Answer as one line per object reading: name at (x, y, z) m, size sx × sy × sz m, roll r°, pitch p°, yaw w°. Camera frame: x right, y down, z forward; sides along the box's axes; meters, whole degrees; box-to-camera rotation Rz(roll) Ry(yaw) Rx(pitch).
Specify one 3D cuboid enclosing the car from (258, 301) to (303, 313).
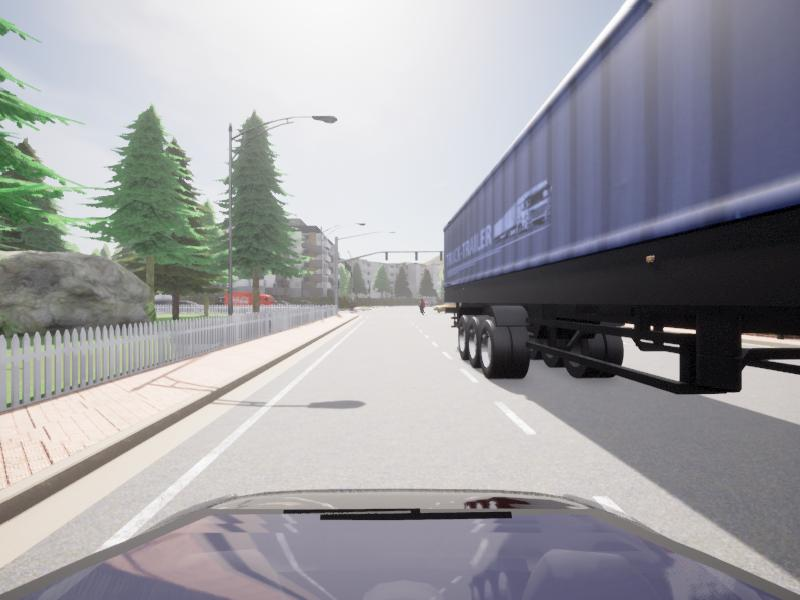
car at (-14.752, 0.836, 49.654) m, size 4.902 × 1.511 × 2.128 m, roll 0°, pitch 0°, yaw 0°

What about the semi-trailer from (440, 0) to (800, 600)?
semi-trailer at (3.061, -0.619, 6.800) m, size 2.717 × 4.402 × 14.254 m, roll 0°, pitch 0°, yaw -2°

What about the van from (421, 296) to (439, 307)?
van at (7.195, 0.373, 94.021) m, size 2.351 × 2.431 × 6.366 m, roll 0°, pitch 0°, yaw 23°

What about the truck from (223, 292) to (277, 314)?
truck at (-17.188, 0.357, 46.139) m, size 5.204 × 2.467 × 2.627 m, roll 0°, pitch 0°, yaw 0°

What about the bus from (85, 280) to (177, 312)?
bus at (-37.699, -0.543, 56.384) m, size 10.273 × 4.253 × 3.944 m, roll -1°, pitch 0°, yaw 0°

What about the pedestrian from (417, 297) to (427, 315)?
pedestrian at (2.280, 0.637, 41.073) m, size 0.751 × 1.860 × 0.751 m, roll 0°, pitch 0°, yaw -21°

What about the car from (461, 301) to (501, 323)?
car at (6.005, 0.823, 30.287) m, size 1.882 × 1.535 × 5.008 m, roll 0°, pitch 0°, yaw -2°

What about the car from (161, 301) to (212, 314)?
car at (-24.545, 0.845, 46.090) m, size 4.892 × 1.490 × 1.837 m, roll 0°, pitch 0°, yaw 0°
